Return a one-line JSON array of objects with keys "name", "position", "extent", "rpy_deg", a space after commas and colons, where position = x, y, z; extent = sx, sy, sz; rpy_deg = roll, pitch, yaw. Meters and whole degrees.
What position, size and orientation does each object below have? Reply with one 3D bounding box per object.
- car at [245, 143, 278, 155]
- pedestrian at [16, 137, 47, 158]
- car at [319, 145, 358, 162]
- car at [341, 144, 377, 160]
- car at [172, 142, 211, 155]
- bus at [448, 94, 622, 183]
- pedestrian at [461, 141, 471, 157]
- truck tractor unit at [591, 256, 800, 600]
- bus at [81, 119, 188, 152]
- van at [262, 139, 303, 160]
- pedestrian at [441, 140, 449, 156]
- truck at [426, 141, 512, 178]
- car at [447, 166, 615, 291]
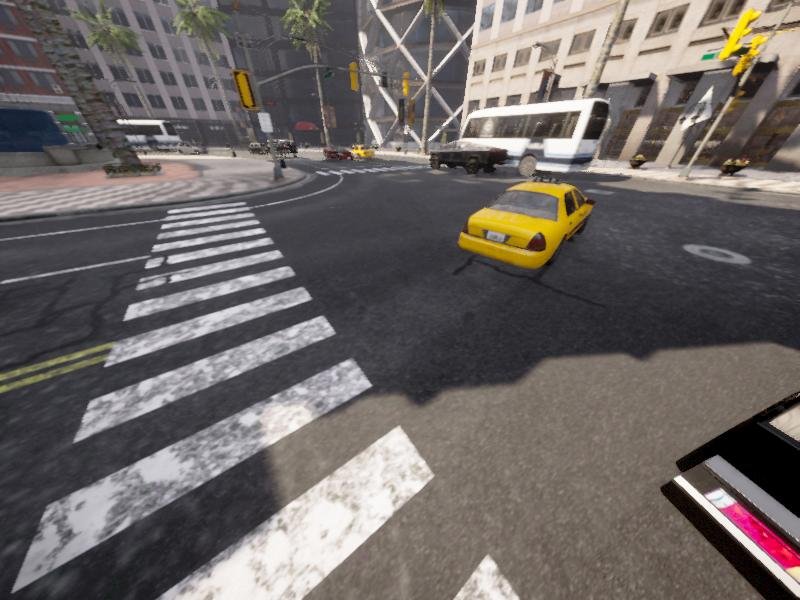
[{"name": "car", "position": [-21.017, -22.962, 35.120], "extent": [3.806, 1.475, 1.970], "rpy_deg": [11, 36, 15]}, {"name": "pedestrian", "position": [-40.893, -16.955, 25.664], "extent": [0.751, 1.860, 0.751], "rpy_deg": [-1, 35, -2]}, {"name": "car", "position": [-7.339, -17.393, 27.361], "extent": [2.163, 1.488, 4.792], "rpy_deg": [-27, 43, -33]}, {"name": "car", "position": [-5.353, -19.220, 29.902], "extent": [1.801, 1.575, 5.366], "rpy_deg": [-27, 43, -33]}, {"name": "car", "position": [-30.493, -22.200, 33.865], "extent": [3.633, 1.501, 1.845], "rpy_deg": [2, 35, 2]}, {"name": "bus", "position": [9.069, -12.288, 17.891], "extent": [3.944, 4.253, 10.273], "rpy_deg": [-22, 41, -28]}, {"name": "pedestrian", "position": [8.961, -20.455, 31.298], "extent": [0.751, 1.860, 0.751], "rpy_deg": [-25, 42, -31]}, {"name": "truck tractor unit", "position": [5.286, -0.068, 0.461], "extent": [6.516, 4.208, 3.053], "rpy_deg": [-10, 36, -14]}, {"name": "bus", "position": [-42.896, -26.884, 38.005], "extent": [10.273, 4.253, 3.944], "rpy_deg": [-6, 35, -9]}, {"name": "van", "position": [-14.735, -18.967, 29.024], "extent": [4.480, 2.038, 2.069], "rpy_deg": [22, 40, 28]}, {"name": "pedestrian", "position": [6.403, -21.513, 32.771], "extent": [0.751, 1.860, 0.751], "rpy_deg": [-2, 35, -4]}, {"name": "truck", "position": [5.081, -11.335, 18.355], "extent": [2.390, 2.098, 6.274], "rpy_deg": [-21, 41, -28]}, {"name": "car", "position": [3.567, -2.276, 5.883], "extent": [1.801, 1.575, 5.366], "rpy_deg": [28, 44, 34]}]
